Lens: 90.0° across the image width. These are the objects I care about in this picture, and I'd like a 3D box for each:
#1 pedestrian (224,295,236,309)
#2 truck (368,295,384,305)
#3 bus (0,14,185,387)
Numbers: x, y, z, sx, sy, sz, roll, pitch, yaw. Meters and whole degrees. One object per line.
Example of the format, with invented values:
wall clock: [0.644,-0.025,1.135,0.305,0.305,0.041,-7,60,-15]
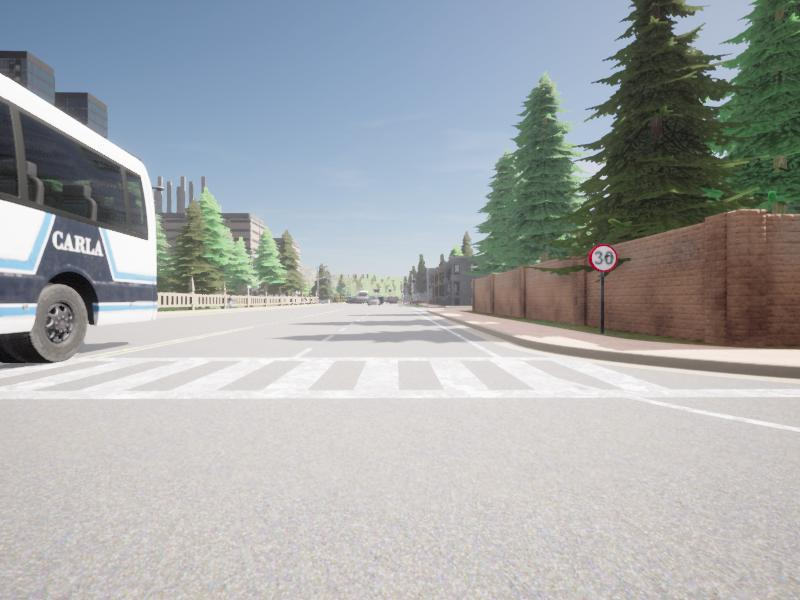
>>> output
pedestrian: [-15.226,0.165,35.899,0.751,1.300,0.751,0,0,-3]
truck: [-5.320,-0.060,87.485,2.390,2.098,6.274,0,0,-14]
bus: [-6.485,-1.133,4.036,3.944,4.253,10.273,0,0,-6]
